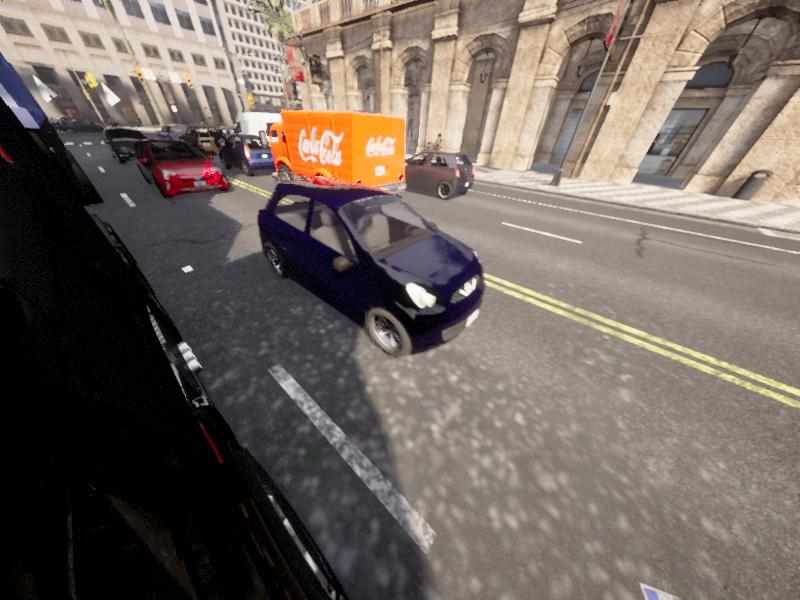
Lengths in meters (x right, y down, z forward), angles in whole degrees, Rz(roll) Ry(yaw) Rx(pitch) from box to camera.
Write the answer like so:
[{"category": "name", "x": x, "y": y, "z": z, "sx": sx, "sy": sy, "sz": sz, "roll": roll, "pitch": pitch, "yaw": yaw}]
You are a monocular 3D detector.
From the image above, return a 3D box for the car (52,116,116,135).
[{"category": "car", "x": -36.363, "y": -20.115, "z": 26.729, "sx": 1.851, "sy": 1.617, "sz": 3.988, "roll": 29, "pitch": 44, "yaw": 30}]

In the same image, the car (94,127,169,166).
[{"category": "car", "x": -15.471, "y": -8.914, "z": 13.277, "sx": 4.892, "sy": 1.490, "sz": 1.837, "roll": 29, "pitch": 44, "yaw": 30}]

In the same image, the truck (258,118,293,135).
[{"category": "truck", "x": -24.774, "y": -34.634, "z": 46.172, "sx": 2.627, "sy": 2.467, "sz": 5.204, "roll": 29, "pitch": 44, "yaw": 30}]

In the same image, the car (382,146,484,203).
[{"category": "car", "x": 1.212, "y": -5.357, "z": 9.621, "sx": 3.633, "sy": 1.501, "sz": 1.845, "roll": 28, "pitch": 44, "yaw": 30}]

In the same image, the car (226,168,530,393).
[{"category": "car", "x": -0.527, "y": -0.793, "z": 3.412, "sx": 3.633, "sy": 1.501, "sz": 1.845, "roll": 28, "pitch": 44, "yaw": 30}]

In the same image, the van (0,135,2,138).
[{"category": "van", "x": -36.946, "y": -14.244, "z": 18.537, "sx": 4.442, "sy": 1.987, "sz": 1.775, "roll": -11, "pitch": 39, "yaw": -17}]

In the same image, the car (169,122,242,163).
[{"category": "car", "x": -12.560, "y": -10.222, "z": 14.898, "sx": 4.605, "sy": 1.855, "sz": 1.932, "roll": 28, "pitch": 44, "yaw": 30}]

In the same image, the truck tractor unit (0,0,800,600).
[{"category": "truck tractor unit", "x": -2.645, "y": -0.295, "z": 0.351, "sx": 6.516, "sy": 4.208, "sz": 3.053, "roll": 28, "pitch": 44, "yaw": 30}]

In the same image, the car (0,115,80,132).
[{"category": "car", "x": -43.850, "y": -21.493, "z": 28.244, "sx": 2.033, "sy": 1.411, "sz": 5.357, "roll": 29, "pitch": 44, "yaw": 30}]

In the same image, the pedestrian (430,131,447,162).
[{"category": "pedestrian", "x": 2.885, "y": -11.457, "z": 17.306, "sx": 0.751, "sy": 1.860, "sz": 0.751, "roll": 26, "pitch": 43, "yaw": 28}]

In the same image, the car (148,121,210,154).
[{"category": "car", "x": -17.181, "y": -12.678, "z": 17.936, "sx": 4.553, "sy": 1.767, "sz": 2.097, "roll": 29, "pitch": 44, "yaw": 30}]

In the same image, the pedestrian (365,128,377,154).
[{"category": "pedestrian", "x": -2.525, "y": -13.925, "z": 20.237, "sx": 0.751, "sy": 1.860, "sz": 0.751, "roll": -18, "pitch": 41, "yaw": -25}]

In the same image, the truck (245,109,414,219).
[{"category": "truck", "x": -2.477, "y": -4.985, "z": 8.091, "sx": 5.204, "sy": 2.467, "sz": 2.627, "roll": 28, "pitch": 44, "yaw": 30}]

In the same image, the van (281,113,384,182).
[{"category": "van", "x": -3.705, "y": -8.439, "z": 12.563, "sx": 5.915, "sy": 2.561, "sz": 1.988, "roll": 29, "pitch": 44, "yaw": 30}]

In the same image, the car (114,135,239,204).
[{"category": "car", "x": -8.167, "y": -4.934, "z": 8.428, "sx": 4.514, "sy": 1.525, "sz": 2.007, "roll": 29, "pitch": 44, "yaw": 30}]

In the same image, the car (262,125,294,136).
[{"category": "car", "x": -23.025, "y": -32.195, "z": 43.860, "sx": 2.163, "sy": 1.488, "sz": 4.792, "roll": 29, "pitch": 44, "yaw": 30}]

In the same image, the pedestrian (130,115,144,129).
[{"category": "pedestrian", "x": -44.068, "y": -29.855, "z": 38.708, "sx": 0.751, "sy": 1.860, "sz": 0.751, "roll": -29, "pitch": 47, "yaw": -35}]

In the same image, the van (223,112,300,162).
[{"category": "van", "x": -10.084, "y": -11.908, "z": 16.765, "sx": 5.915, "sy": 2.561, "sz": 1.988, "roll": 29, "pitch": 44, "yaw": 30}]

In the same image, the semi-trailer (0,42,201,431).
[{"category": "semi-trailer", "x": -8.686, "y": -3.622, "z": 4.227, "sx": 14.254, "sy": 4.402, "sz": 2.717, "roll": 28, "pitch": 44, "yaw": 30}]

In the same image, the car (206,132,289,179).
[{"category": "car", "x": -7.796, "y": -7.522, "z": 11.840, "sx": 3.988, "sy": 1.617, "sz": 1.851, "roll": 29, "pitch": 44, "yaw": 30}]

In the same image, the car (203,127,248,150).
[{"category": "car", "x": -15.571, "y": -14.454, "z": 20.636, "sx": 3.633, "sy": 1.501, "sz": 1.845, "roll": 29, "pitch": 44, "yaw": 30}]
